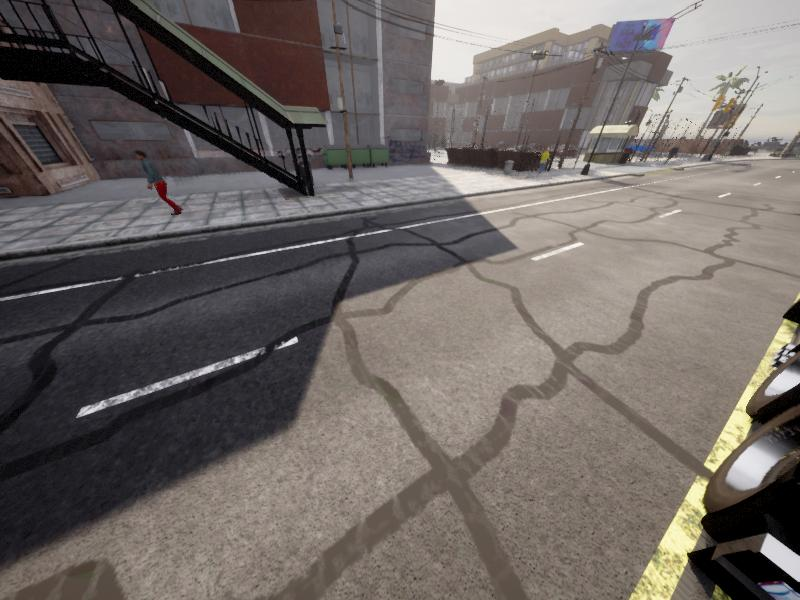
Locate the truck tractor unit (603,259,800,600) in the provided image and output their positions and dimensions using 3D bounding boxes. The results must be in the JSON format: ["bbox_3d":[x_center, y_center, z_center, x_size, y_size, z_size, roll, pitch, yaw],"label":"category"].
[{"bbox_3d":[5.100,-0.312,0.788,6.516,4.208,3.053,-19,39,-24],"label":"truck tractor unit"}]

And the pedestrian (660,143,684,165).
[{"bbox_3d":[28.580,-15.340,24.274,0.751,1.860,0.751,-20,40,-26],"label":"pedestrian"}]

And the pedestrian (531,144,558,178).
[{"bbox_3d":[9.679,-9.339,15.519,0.751,1.860,0.751,-18,39,-25],"label":"pedestrian"}]

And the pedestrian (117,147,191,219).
[{"bbox_3d":[-7.469,-3.597,7.150,0.751,1.860,0.751,-18,39,-25],"label":"pedestrian"}]
